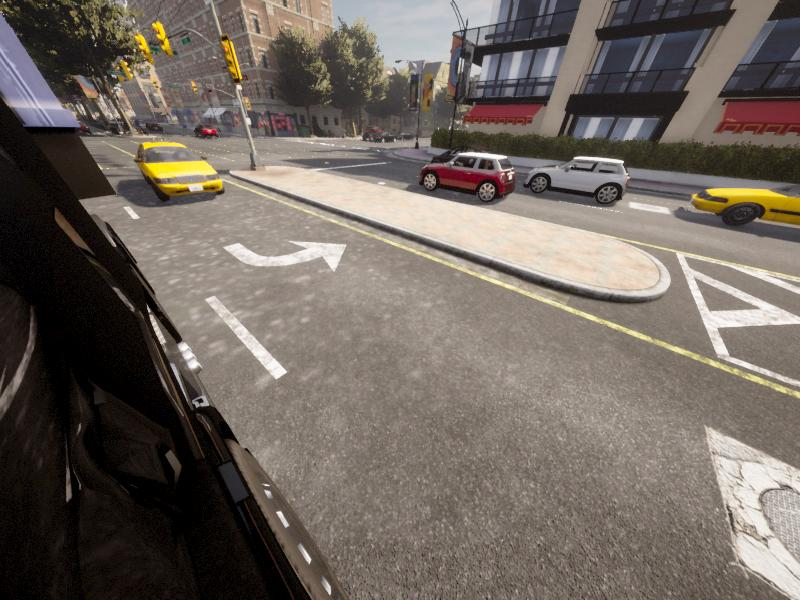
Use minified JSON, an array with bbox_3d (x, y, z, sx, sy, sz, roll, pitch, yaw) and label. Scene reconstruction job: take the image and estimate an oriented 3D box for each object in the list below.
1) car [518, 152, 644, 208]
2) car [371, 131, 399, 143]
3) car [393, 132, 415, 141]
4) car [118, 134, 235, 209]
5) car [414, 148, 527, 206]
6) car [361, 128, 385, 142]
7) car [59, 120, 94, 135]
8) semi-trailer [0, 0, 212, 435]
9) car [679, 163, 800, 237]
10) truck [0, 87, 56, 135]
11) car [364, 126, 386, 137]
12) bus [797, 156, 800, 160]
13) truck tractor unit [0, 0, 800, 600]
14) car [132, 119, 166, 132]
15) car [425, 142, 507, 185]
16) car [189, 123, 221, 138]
[{"bbox_3d":[7.679,-5.388,10.093,3.806,1.475,1.970,28,44,30],"label":"car"},{"bbox_3d":[-2.394,-26.779,38.025,1.837,1.490,4.892,27,43,29],"label":"car"},{"bbox_3d":[0.835,-32.337,45.697,1.812,1.442,4.674,27,43,29],"label":"car"},{"bbox_3d":[-8.162,-4.870,8.316,5.366,1.575,1.801,31,45,33],"label":"car"},{"bbox_3d":[2.758,-5.249,9.598,3.806,1.475,1.970,28,43,29],"label":"car"},{"bbox_3d":[-4.649,-28.676,40.087,1.905,1.878,3.866,29,44,30],"label":"car"},{"bbox_3d":[-39.826,-21.260,28.459,4.718,1.301,1.895,28,43,29],"label":"car"},{"bbox_3d":[-9.457,-2.940,3.285,14.254,4.402,2.717,19,40,20],"label":"semi-trailer"},{"bbox_3d":[12.686,-2.811,6.879,5.366,1.575,1.801,28,43,29],"label":"car"},{"bbox_3d":[-42.463,-20.958,25.777,8.468,3.827,2.891,28,43,29],"label":"truck"},{"bbox_3d":[-6.380,-42.504,58.324,5.566,2.045,2.150,29,44,31],"label":"car"},{"bbox_3d":[78.148,-25.989,39.734,3.944,4.253,10.273,14,38,15],"label":"bus"},{"bbox_3d":[-2.645,-0.295,0.351,6.516,4.208,3.053,28,44,30],"label":"truck tractor unit"},{"bbox_3d":[-42.809,-29.697,39.353,4.974,1.542,2.038,21,40,22],"label":"car"},{"bbox_3d":[3.488,-7.614,12.739,3.705,1.549,1.789,28,43,29],"label":"car"},{"bbox_3d":[-27.023,-23.466,32.020,4.514,1.525,2.007,30,44,31],"label":"car"}]
